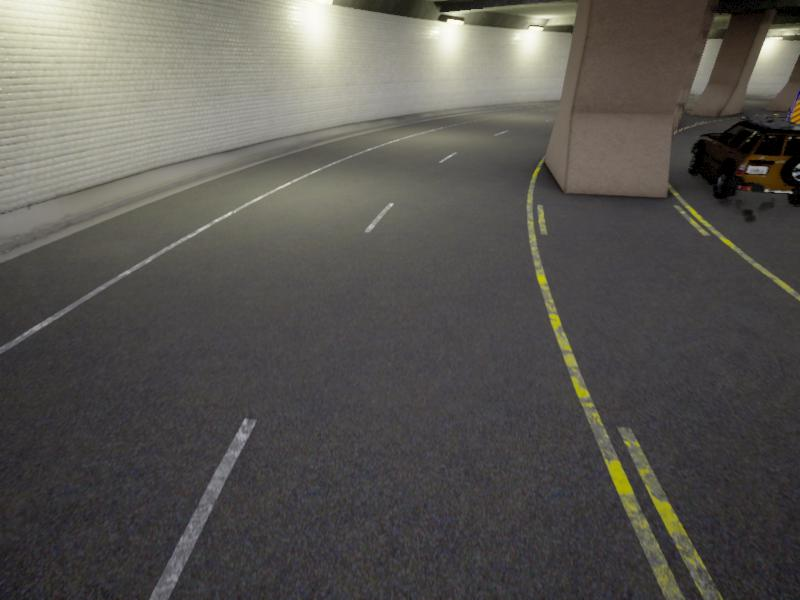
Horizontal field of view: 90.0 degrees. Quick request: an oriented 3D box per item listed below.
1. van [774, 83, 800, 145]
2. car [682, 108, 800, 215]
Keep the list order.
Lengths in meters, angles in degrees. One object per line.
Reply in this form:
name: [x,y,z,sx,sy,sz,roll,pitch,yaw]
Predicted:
van: [20.098,-8.942,18.865,2.351,2.431,6.366,26,39,37]
car: [9.665,-3.982,10.936,1.932,1.855,4.605,10,32,18]
